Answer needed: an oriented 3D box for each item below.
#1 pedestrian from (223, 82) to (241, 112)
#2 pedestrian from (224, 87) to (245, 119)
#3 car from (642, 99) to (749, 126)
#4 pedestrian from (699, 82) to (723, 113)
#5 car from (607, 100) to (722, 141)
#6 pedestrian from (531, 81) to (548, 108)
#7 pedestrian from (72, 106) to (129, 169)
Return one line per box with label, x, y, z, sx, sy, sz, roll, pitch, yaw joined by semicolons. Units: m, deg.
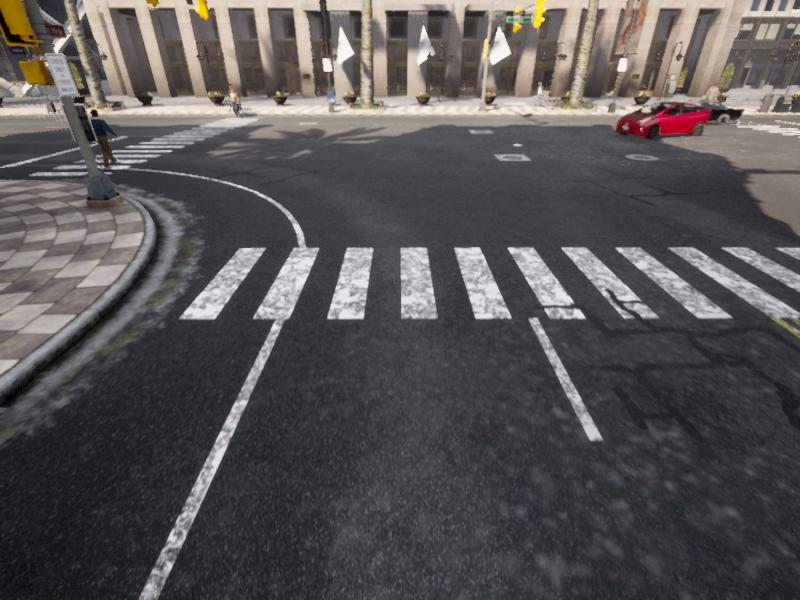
pedestrian;-12.054;-14.610;28.802;0.751;1.860;0.751;-5;31;-9
pedestrian;-10.831;-12.916;26.206;0.751;1.860;0.751;-2;30;-4
car;17.626;-11.294;24.046;4.718;1.301;1.895;0;30;0
pedestrian;22.048;-14.354;28.373;0.751;1.860;0.751;24;38;35
car;13.012;-8.938;19.785;4.514;1.525;2.007;-10;31;-16
pedestrian;10.900;-16.040;31.255;0.751;1.860;0.751;0;30;0
pedestrian;-9.940;-5.403;13.353;0.751;1.860;0.751;-1;30;-3
